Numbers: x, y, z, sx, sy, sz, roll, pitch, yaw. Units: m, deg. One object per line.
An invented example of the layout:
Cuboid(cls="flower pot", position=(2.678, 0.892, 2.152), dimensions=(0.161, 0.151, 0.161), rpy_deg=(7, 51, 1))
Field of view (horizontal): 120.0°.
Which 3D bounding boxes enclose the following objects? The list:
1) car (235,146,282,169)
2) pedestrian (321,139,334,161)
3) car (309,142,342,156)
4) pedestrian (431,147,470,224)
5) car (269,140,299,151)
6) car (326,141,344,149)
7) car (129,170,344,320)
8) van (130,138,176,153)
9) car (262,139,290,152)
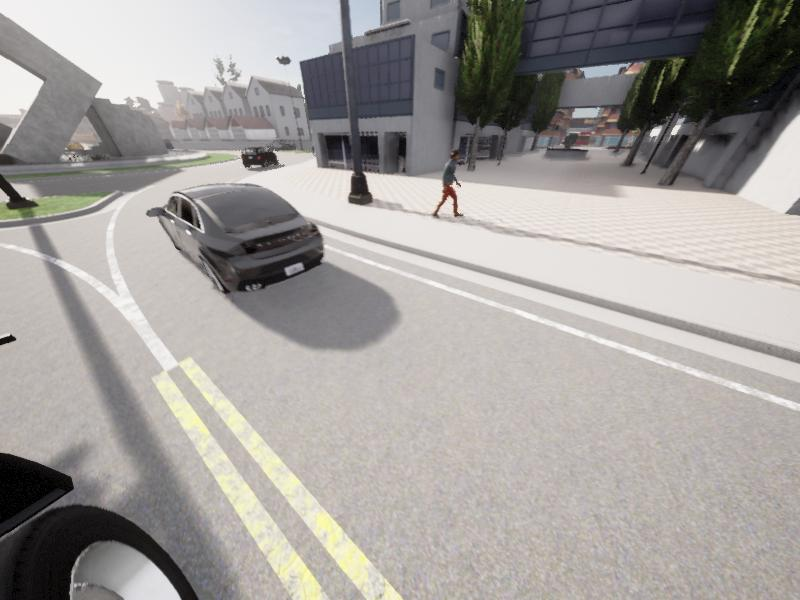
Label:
Cuboid(cls="car", position=(-12.375, -12.711, 20.517), dimensions=(1.789, 1.549, 3.705), rpy_deg=(0, 35, -1))
Cuboid(cls="pedestrian", position=(-7.691, -15.882, 24.479), dimensions=(0.751, 1.860, 0.751), rpy_deg=(6, 36, 8))
Cuboid(cls="car", position=(-11.049, -22.753, 34.721), dimensions=(2.152, 1.651, 5.027), rpy_deg=(12, 37, 16))
Cuboid(cls="pedestrian", position=(1.442, -3.301, 6.695), dimensions=(0.751, 1.860, 0.751), rpy_deg=(12, 37, 17))
Cuboid(cls="car", position=(-23.347, -31.112, 46.454), dimensions=(4.611, 1.667, 2.242), rpy_deg=(-28, 44, -34))
Cuboid(cls="car", position=(-15.196, -36.258, 53.908), dimensions=(1.845, 1.501, 3.633), rpy_deg=(22, 40, 27))
Cuboid(cls="car", position=(-3.584, -1.627, 4.900), dimensions=(4.892, 1.490, 1.837), rpy_deg=(26, 43, 31))
Cuboid(cls="van", position=(-40.086, -25.208, 37.677), dimensions=(4.442, 1.987, 1.775), rpy_deg=(-10, 36, -14))
Cuboid(cls="car", position=(-22.990, -28.837, 43.037), dimensions=(3.866, 1.878, 1.905), rpy_deg=(-25, 42, -32))
